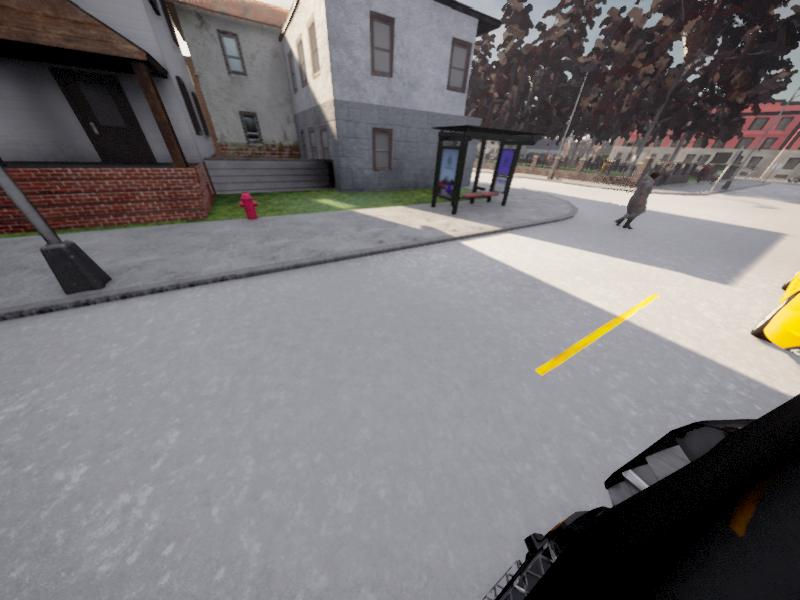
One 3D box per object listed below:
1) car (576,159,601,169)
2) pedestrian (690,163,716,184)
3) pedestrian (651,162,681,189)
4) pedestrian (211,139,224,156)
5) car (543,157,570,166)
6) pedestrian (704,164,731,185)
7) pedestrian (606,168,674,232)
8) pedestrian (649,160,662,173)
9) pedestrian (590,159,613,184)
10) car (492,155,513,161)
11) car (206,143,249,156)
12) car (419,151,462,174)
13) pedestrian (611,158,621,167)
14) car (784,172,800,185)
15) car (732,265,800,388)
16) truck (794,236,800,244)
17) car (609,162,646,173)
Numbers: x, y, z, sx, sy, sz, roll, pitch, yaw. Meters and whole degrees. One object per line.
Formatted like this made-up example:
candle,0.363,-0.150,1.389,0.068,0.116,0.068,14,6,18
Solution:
car,42.621,-30.744,52.193,1.845,1.501,3.633,-16,38,-26
pedestrian,31.799,-13.270,24.265,0.751,1.860,0.751,-16,38,-25
pedestrian,21.920,-10.278,19.050,0.751,1.860,0.751,-17,39,-27
pedestrian,-23.534,-19.652,29.801,0.751,1.860,0.751,-15,37,-24
car,38.856,-34.510,57.510,1.930,1.638,5.238,-16,38,-26
pedestrian,33.376,-13.220,24.306,0.751,1.860,0.751,-12,36,-21
pedestrian,8.123,-3.431,7.943,0.751,1.860,0.751,18,37,22
pedestrian,45.172,-23.631,40.806,0.751,1.860,0.751,-24,42,-34
pedestrian,17.506,-11.194,20.103,0.751,1.860,0.751,-24,42,-34
car,30.643,-42.553,69.198,2.033,1.411,5.357,-16,38,-26
car,-25.360,-22.247,34.139,4.792,1.488,2.163,-16,38,-26
car,4.152,-14.693,24.594,1.932,1.855,4.605,-16,38,-26
pedestrian,50.606,-32.269,54.176,0.751,1.860,0.751,-12,36,-21
car,60.255,-17.679,33.861,1.789,1.549,3.705,-16,38,-26
car,7.098,-0.020,3.081,5.008,1.535,1.882,-16,38,-26
truck,16.693,-3.003,7.756,6.274,2.098,2.390,-16,38,-26
car,46.243,-27.097,47.094,2.128,1.511,4.902,-16,38,-26
